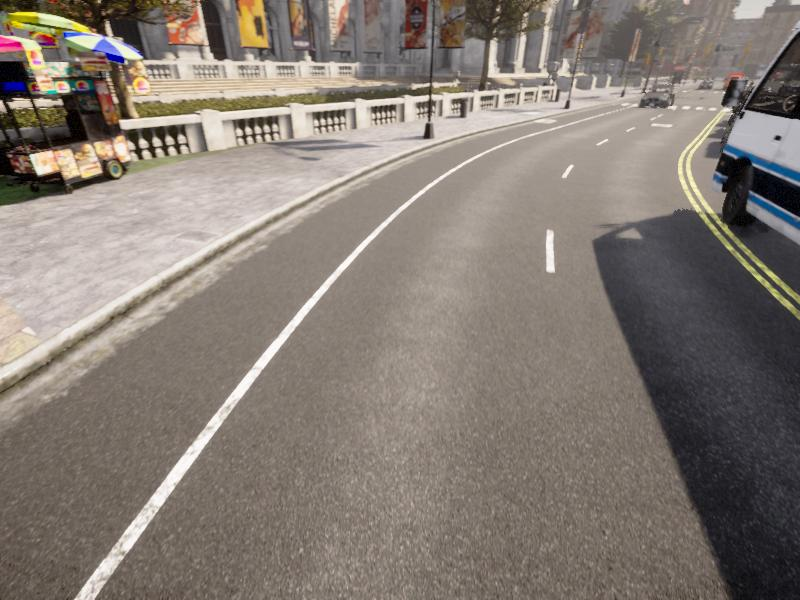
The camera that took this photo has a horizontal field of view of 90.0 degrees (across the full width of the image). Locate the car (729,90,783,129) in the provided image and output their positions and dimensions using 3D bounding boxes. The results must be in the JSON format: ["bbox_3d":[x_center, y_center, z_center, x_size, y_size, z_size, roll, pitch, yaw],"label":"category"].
[{"bbox_3d":[22.372,-12.096,25.220,1.905,1.878,3.866,21,36,31],"label":"car"}]

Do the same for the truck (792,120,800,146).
[{"bbox_3d":[19.512,-8.209,16.608,2.891,3.827,8.468,21,36,31],"label":"truck"}]

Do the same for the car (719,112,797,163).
[{"bbox_3d":[14.970,-6.998,16.965,1.895,1.301,4.718,20,36,30],"label":"car"}]

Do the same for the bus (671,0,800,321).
[{"bbox_3d":[7.740,-1.624,4.729,3.944,4.253,10.273,8,31,12],"label":"bus"}]

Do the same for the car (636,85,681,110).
[{"bbox_3d":[23.303,-18.275,36.021,2.242,1.667,4.611,23,37,33],"label":"car"}]

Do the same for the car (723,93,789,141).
[{"bbox_3d":[18.774,-9.773,21.185,1.905,1.878,3.866,22,36,31],"label":"car"}]
